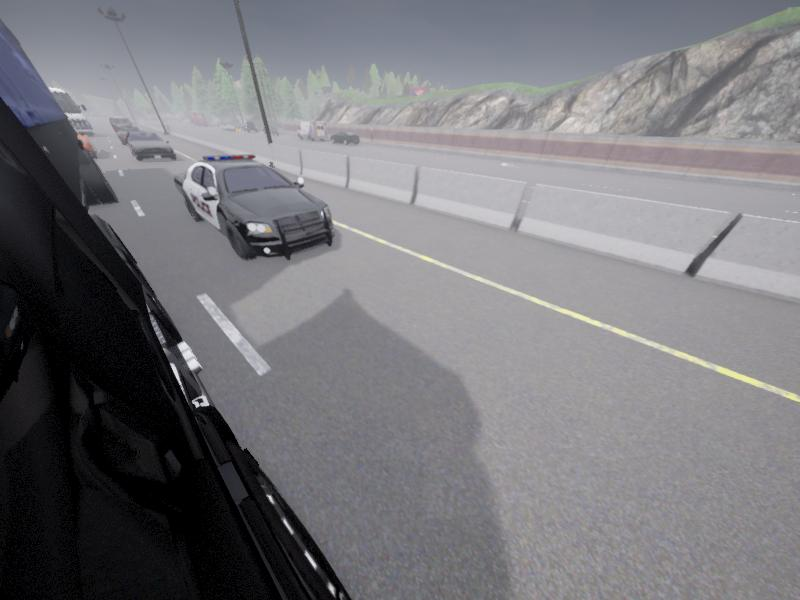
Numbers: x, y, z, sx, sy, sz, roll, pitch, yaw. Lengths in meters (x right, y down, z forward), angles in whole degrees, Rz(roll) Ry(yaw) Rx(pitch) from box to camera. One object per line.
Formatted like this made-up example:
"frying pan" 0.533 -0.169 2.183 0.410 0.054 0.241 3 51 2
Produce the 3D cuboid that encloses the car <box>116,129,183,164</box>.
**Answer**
"car" -15.843 -9.738 14.531 5.357 1.411 2.033 32 46 33

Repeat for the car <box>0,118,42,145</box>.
"car" -31.579 -13.689 18.702 5.008 1.535 1.882 32 45 33

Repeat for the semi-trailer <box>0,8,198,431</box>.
"semi-trailer" -8.535 -3.707 4.387 14.254 4.402 2.717 30 45 32

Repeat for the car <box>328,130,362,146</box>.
"car" -7.602 -22.328 31.798 5.008 1.535 1.882 32 46 33

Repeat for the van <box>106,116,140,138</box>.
"van" -33.153 -20.733 27.661 4.442 1.987 1.775 32 46 33

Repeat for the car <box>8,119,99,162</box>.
"car" -19.724 -9.372 13.461 4.553 1.767 2.097 32 46 33

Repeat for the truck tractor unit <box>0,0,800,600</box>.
"truck tractor unit" -2.645 -0.295 0.351 6.516 4.208 3.053 28 44 30

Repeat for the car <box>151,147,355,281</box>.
"car" -3.530 -2.440 5.420 4.974 1.542 2.038 30 44 31

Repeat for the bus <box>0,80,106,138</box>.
"bus" -38.700 -20.854 25.580 10.273 4.253 3.944 21 41 23

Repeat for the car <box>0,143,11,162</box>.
"car" -21.319 -7.350 10.794 5.027 1.651 2.152 32 46 33

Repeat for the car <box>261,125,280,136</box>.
"car" -25.598 -33.513 45.614 3.705 1.549 1.789 32 45 33

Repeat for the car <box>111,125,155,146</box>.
"car" -24.539 -15.127 21.218 4.181 1.385 1.994 32 45 33

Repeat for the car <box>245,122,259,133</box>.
"car" -33.751 -39.456 52.778 1.905 1.878 3.866 -13 39 -19

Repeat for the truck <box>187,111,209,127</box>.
"truck" -67.456 -60.451 77.130 8.468 3.827 2.891 32 46 33

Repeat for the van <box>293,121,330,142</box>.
"van" -14.002 -26.669 36.460 6.366 2.431 2.351 32 46 33
